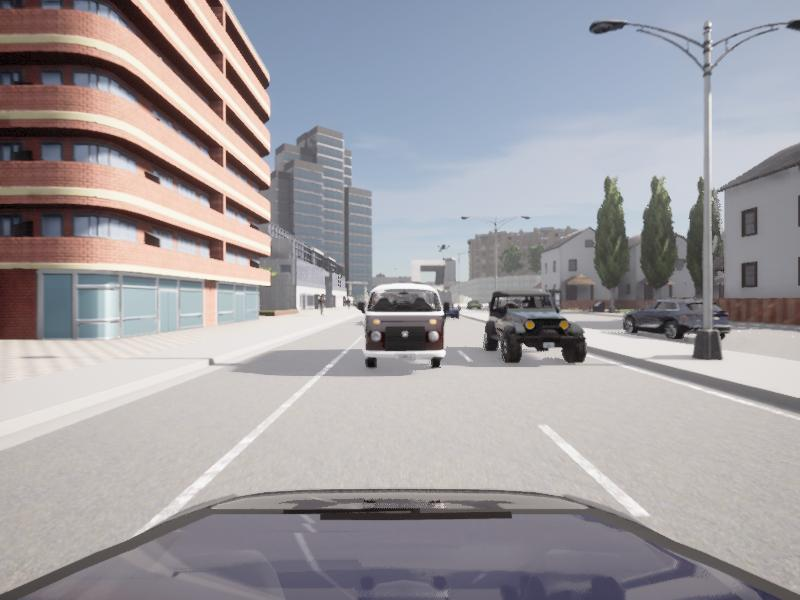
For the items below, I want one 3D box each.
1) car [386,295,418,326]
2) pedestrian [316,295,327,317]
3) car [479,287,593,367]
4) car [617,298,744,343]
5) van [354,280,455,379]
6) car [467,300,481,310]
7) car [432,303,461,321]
[{"bbox_3d":[0.152,0.649,26.357,1.932,1.855,4.605,0,0,0],"label":"car"},{"bbox_3d":[-6.687,0.488,34.216,0.751,1.860,0.751,0,0,2],"label":"pedestrian"},{"bbox_3d":[3.567,0.640,11.297,1.905,1.878,3.866,0,0,0],"label":"car"},{"bbox_3d":[11.600,0.759,17.101,2.033,1.649,4.856,0,0,0],"label":"car"},{"bbox_3d":[0.052,0.561,10.465,2.069,2.038,4.480,0,1,-1],"label":"van"},{"bbox_3d":[12.345,0.799,66.901,2.007,1.525,4.514,0,0,6],"label":"car"},{"bbox_3d":[3.688,0.933,32.594,1.895,1.301,4.718,0,0,0],"label":"car"}]
